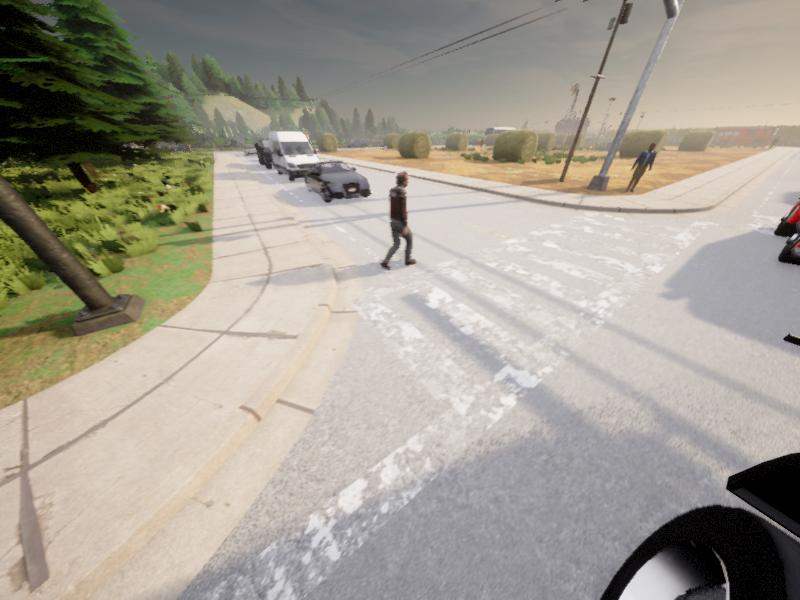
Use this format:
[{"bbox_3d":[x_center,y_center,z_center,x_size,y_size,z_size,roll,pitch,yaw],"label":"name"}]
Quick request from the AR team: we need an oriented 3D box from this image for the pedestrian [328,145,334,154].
[{"bbox_3d":[-10.497,-23.044,35.275,0.500,1.100,0.500,-24,42,-30],"label":"pedestrian"}]

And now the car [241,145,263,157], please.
[{"bbox_3d":[-21.472,-21.546,33.385,1.895,1.301,4.718,-22,41,-27],"label":"car"}]

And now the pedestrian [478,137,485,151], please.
[{"bbox_3d":[14.152,-26.984,39.954,0.751,1.860,0.751,7,36,10],"label":"pedestrian"}]

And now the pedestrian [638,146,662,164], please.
[{"bbox_3d":[22.224,-12.923,20.539,0.751,1.300,0.751,-15,38,-20],"label":"pedestrian"}]

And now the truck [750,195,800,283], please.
[{"bbox_3d":[10.003,-1.841,4.283,5.204,2.467,2.627,-22,41,-27],"label":"truck"}]

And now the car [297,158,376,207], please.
[{"bbox_3d":[-3.048,-5.595,10.671,1.994,1.385,4.181,-21,40,-27],"label":"car"}]

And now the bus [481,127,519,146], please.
[{"bbox_3d":[29.525,-48.280,68.135,10.273,4.253,3.944,-19,39,-24],"label":"bus"}]

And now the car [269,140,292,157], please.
[{"bbox_3d":[-17.377,-21.999,33.482,1.905,1.878,3.866,-21,40,-27],"label":"car"}]

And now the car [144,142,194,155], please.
[{"bbox_3d":[-36.743,-24.246,36.948,5.238,1.638,1.930,-19,39,-24],"label":"car"}]

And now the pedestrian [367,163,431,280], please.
[{"bbox_3d":[-0.027,-1.449,4.328,0.751,1.860,0.751,-21,40,-27],"label":"pedestrian"}]

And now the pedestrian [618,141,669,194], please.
[{"bbox_3d":[10.277,-5.620,9.838,0.751,1.860,0.751,23,41,29],"label":"pedestrian"}]

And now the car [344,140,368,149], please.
[{"bbox_3d":[-10.003,-35.824,53.110,4.856,1.649,2.033,-19,39,-24],"label":"car"}]

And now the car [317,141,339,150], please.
[{"bbox_3d":[-15.661,-33.807,50.437,4.193,1.474,1.816,-19,39,-24],"label":"car"}]

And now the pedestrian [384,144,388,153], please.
[{"bbox_3d":[-2.195,-23.657,36.049,0.500,1.100,0.500,-8,36,-11],"label":"pedestrian"}]

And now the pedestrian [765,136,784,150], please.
[{"bbox_3d":[61.241,-25.673,37.771,0.751,1.860,0.751,-18,39,-24],"label":"pedestrian"}]

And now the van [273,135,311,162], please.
[{"bbox_3d":[-13.202,-18.573,28.149,2.351,2.431,6.366,-21,40,-27],"label":"van"}]

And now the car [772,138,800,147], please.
[{"bbox_3d":[85.623,-34.031,49.934,1.930,1.638,5.238,-18,39,-24],"label":"car"}]

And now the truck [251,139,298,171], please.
[{"bbox_3d":[-11.491,-13.284,20.955,2.390,2.098,6.274,-21,40,-26],"label":"truck"}]

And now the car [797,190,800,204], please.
[{"bbox_3d":[18.229,-4.685,9.180,4.181,1.385,1.994,-22,41,-27],"label":"car"}]

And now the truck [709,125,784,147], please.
[{"bbox_3d":[78.636,-37.374,52.815,2.891,3.827,8.468,-21,40,-27],"label":"truck"}]

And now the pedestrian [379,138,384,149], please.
[{"bbox_3d":[-3.796,-32.215,47.467,0.751,1.860,0.751,-25,42,-30],"label":"pedestrian"}]

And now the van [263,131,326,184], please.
[{"bbox_3d":[-7.172,-9.669,15.441,1.988,2.561,5.915,-21,40,-27],"label":"van"}]
